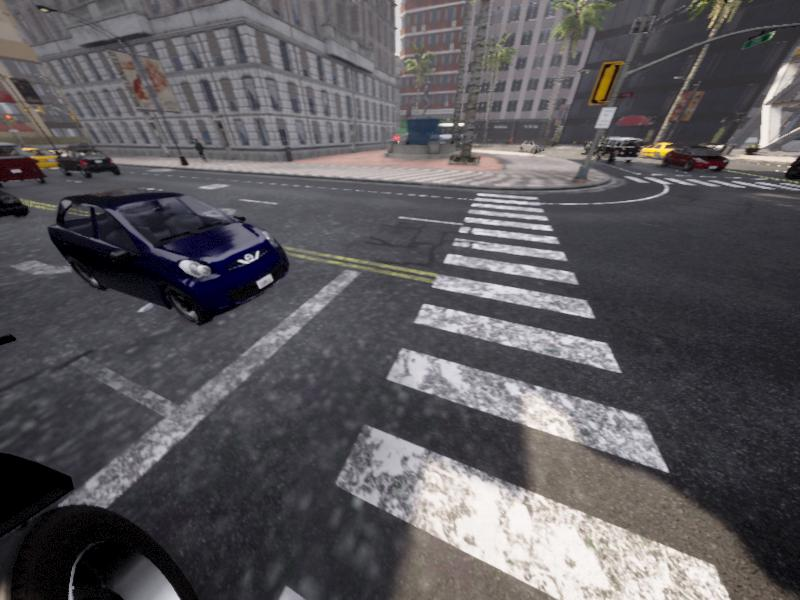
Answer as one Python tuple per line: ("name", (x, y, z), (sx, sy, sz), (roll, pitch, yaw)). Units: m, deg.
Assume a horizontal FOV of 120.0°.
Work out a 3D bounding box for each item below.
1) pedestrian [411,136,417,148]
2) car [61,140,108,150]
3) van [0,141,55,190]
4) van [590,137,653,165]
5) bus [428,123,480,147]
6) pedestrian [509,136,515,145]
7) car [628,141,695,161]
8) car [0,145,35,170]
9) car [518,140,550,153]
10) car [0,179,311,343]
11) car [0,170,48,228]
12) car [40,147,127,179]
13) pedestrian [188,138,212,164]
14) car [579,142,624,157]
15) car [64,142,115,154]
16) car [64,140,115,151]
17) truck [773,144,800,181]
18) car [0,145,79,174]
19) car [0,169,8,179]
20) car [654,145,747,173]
("pedestrian", (2.650, -29.381, 42.993), (0.751, 1.860, 0.751), (-23, 41, -28))
("car", (-60.388, -29.853, 44.391), (2.163, 1.488, 4.792), (12, 37, 17))
("van", (-21.848, -7.321, 12.415), (4.442, 1.987, 1.775), (13, 37, 17))
("van", (20.809, -14.300, 22.041), (2.069, 2.038, 4.480), (8, 36, 10))
("bus", (12.017, -37.431, 52.466), (10.273, 4.253, 3.944), (24, 42, 29))
("pedestrian", (26.777, -38.231, 55.314), (0.751, 1.860, 0.751), (-30, 45, -35))
("car", (28.467, -16.480, 25.469), (1.801, 1.575, 5.366), (3, 36, 4))
("car", (-33.815, -11.925, 19.261), (4.514, 1.525, 2.007), (12, 37, 17))
("car", (20.094, -23.153, 34.846), (1.845, 1.501, 3.633), (-12, 38, -16))
("car", (-3.735, -0.928, 3.843), (3.633, 1.501, 1.845), (13, 38, 17))
("car", (-14.513, -3.264, 7.243), (5.357, 1.411, 2.033), (12, 37, 17))
("car", (-20.804, -9.094, 15.260), (3.705, 1.549, 1.789), (13, 38, 17))
("pedestrian", (-17.341, -12.944, 20.066), (0.751, 1.860, 0.751), (21, 41, 27))
("car", (24.961, -18.809, 28.815), (1.970, 1.475, 3.806), (-3, 36, -4))
("car", (-48.250, -23.825, 36.028), (1.994, 1.385, 4.181), (12, 37, 17))
("car", (-57.372, -28.699, 42.849), (2.033, 1.411, 5.357), (12, 37, 17))
("truck", (24.054, -6.840, 11.565), (2.390, 2.098, 6.274), (13, 37, 17))
("car", (-27.378, -10.558, 17.295), (5.366, 1.575, 1.801), (12, 37, 17))
("car", (-27.437, -8.350, 14.301), (4.193, 1.474, 1.816), (12, 37, 17))
("car", (22.970, -11.088, 18.032), (2.163, 1.488, 4.792), (10, 37, 14))
